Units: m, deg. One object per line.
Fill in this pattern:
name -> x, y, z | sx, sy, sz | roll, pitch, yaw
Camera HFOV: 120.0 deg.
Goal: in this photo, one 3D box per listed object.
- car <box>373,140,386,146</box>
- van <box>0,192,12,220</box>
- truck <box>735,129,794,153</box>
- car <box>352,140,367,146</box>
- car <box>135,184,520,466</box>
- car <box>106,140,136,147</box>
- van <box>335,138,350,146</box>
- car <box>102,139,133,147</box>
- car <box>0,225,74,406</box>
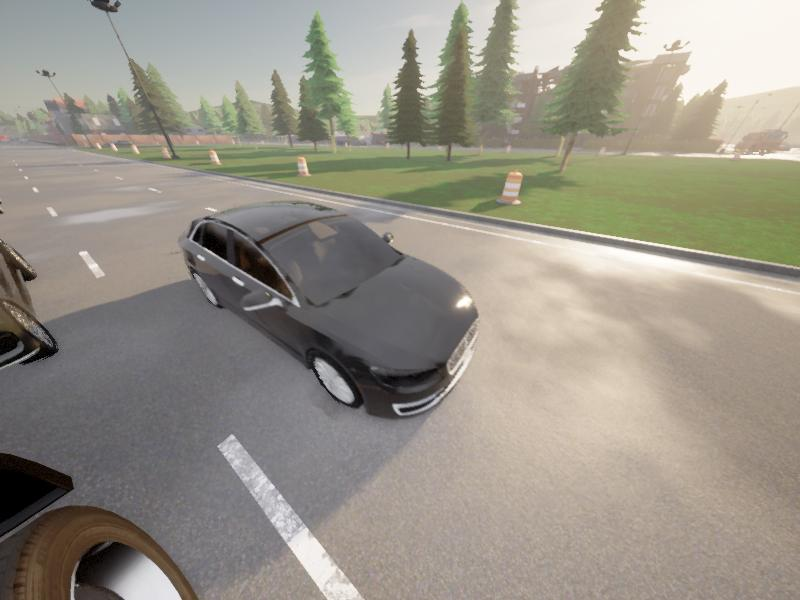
car -> -6.614, -50.800, 74.689 | 3.705, 1.549, 1.789 | 22, 41, 28
van -> -15.320, -3.872, 7.605 | 4.442, 1.987, 1.775 | 22, 41, 28
truck -> 75.040, -32.992, 47.930 | 2.891, 3.827, 8.468 | 22, 40, 28
car -> -13.140, -50.983, 74.938 | 4.611, 1.667, 2.242 | 22, 41, 28
car -> -1.335, -0.462, 3.272 | 4.892, 1.490, 1.837 | 22, 41, 28
car -> -74.198, -41.731, 61.491 | 2.007, 1.525, 4.514 | 12, 37, 17
van -> -17.527, -48.031, 70.324 | 4.442, 1.987, 1.775 | 22, 41, 28
car -> -77.181, -42.968, 63.161 | 2.242, 1.667, 4.611 | 13, 37, 18
car -> -6.491, -0.140, 2.685 | 5.027, 1.651, 2.152 | 22, 41, 28
